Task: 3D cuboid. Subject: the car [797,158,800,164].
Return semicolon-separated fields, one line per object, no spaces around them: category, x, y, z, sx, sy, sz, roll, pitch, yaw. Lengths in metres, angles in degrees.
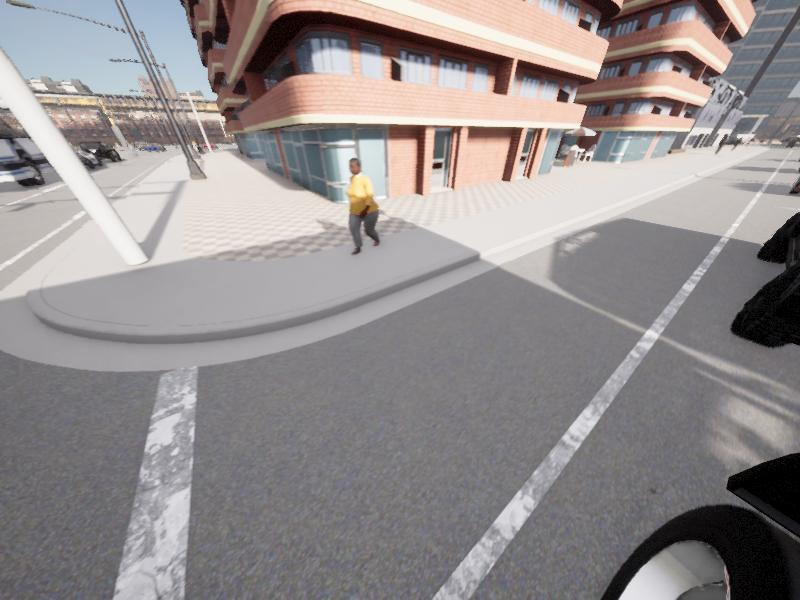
car;41.149;-14.454;22.399;4.605;1.855;1.932;-24;41;-27

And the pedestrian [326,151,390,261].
pedestrian;-0.759;-1.859;4.627;0.751;1.860;0.751;19;40;25

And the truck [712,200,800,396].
truck;7.099;-0.629;2.916;6.274;2.098;2.390;-22;41;-28

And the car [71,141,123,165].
car;-34.404;-16.968;26.470;2.150;2.045;5.566;-24;42;-30

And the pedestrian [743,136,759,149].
pedestrian;65.012;-29.203;42.822;0.751;1.860;0.751;-22;41;-28

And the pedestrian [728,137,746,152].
pedestrian;51.253;-23.704;35.141;0.751;1.860;0.751;-22;40;-27

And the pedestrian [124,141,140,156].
pedestrian;-40.468;-22.841;34.928;0.751;1.860;0.751;-22;41;-27

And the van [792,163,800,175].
van;29.456;-9.735;15.687;4.480;2.038;2.069;-22;41;-28

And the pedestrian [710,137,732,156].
pedestrian;39.751;-19.029;28.611;0.751;1.860;0.751;-29;44;-34

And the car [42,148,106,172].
car;-29.780;-13.063;21.344;2.038;1.542;4.974;-24;41;-29

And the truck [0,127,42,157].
truck;-65.562;-24.981;36.542;8.468;3.827;2.891;-22;41;-28

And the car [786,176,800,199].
car;19.376;-5.339;10.122;4.181;1.385;1.994;-22;41;-28

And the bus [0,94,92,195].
bus;-23.525;-8.965;13.124;3.944;4.253;10.273;-23;41;-28

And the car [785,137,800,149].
car;77.263;-30.271;44.525;4.605;1.855;1.932;-30;45;-35
